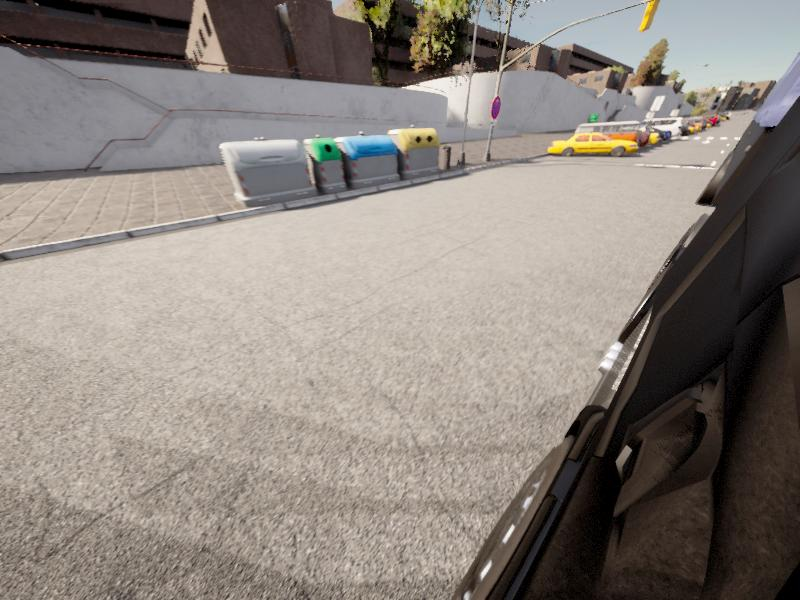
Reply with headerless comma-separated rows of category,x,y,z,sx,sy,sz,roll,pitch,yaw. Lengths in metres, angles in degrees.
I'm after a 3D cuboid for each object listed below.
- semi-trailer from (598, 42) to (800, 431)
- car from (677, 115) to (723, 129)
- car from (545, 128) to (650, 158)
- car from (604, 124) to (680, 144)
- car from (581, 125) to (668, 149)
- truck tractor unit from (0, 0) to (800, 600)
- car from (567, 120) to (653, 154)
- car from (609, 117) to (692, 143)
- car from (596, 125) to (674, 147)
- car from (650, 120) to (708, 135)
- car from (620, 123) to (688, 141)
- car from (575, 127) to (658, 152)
semi-trailer,8.700,-3.590,4.247,14.254,4.402,2.717,-28,44,-30
car,66.155,-39.376,51.143,5.566,2.045,2.435,17,41,25
car,13.904,-11.331,16.787,5.366,1.575,1.946,17,40,25
car,25.139,-17.436,24.338,5.008,1.535,2.097,17,40,25
car,20.420,-15.062,21.420,5.366,1.575,1.946,17,41,25
truck tractor unit,2.645,-0.295,0.352,6.516,4.208,3.053,-28,44,-30
car,16.115,-12.741,18.178,4.442,1.987,1.878,17,40,25
car,27.382,-18.849,25.690,5.566,2.045,2.435,17,41,25
car,22.865,-16.219,22.834,4.892,1.521,2.231,17,41,25
car,43.543,-26.997,36.260,5.366,1.575,1.946,17,40,25
car,29.698,-19.851,27.335,4.892,1.521,2.231,17,40,25
car,18.277,-13.782,19.879,4.792,1.488,2.163,17,41,25
